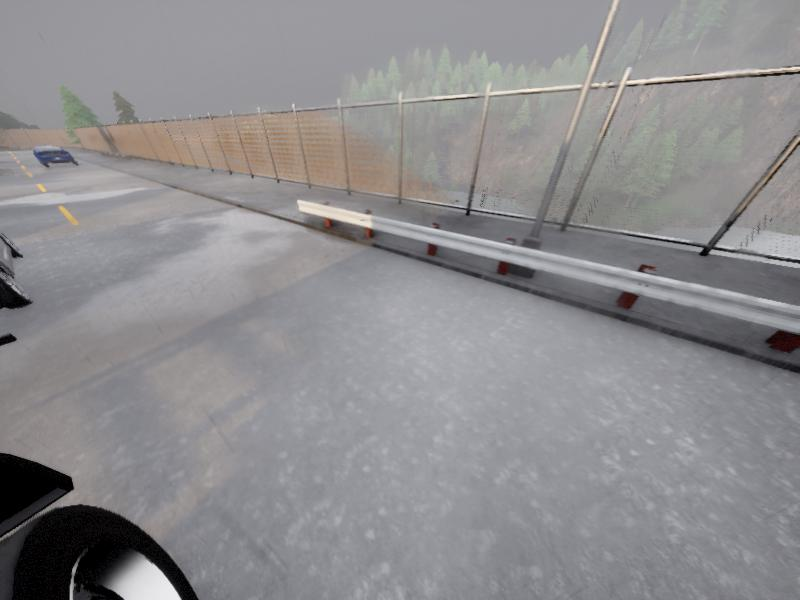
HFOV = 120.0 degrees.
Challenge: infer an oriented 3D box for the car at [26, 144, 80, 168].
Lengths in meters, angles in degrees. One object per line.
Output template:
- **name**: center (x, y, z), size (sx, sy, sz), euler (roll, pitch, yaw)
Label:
- **car**: center (-31.322, -13.062, 20.825), size (5.008, 1.535, 1.882), euler (22, 41, 28)

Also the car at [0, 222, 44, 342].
- **car**: center (-7.802, -0.706, 3.418), size (5.238, 1.638, 1.930), euler (22, 41, 28)
